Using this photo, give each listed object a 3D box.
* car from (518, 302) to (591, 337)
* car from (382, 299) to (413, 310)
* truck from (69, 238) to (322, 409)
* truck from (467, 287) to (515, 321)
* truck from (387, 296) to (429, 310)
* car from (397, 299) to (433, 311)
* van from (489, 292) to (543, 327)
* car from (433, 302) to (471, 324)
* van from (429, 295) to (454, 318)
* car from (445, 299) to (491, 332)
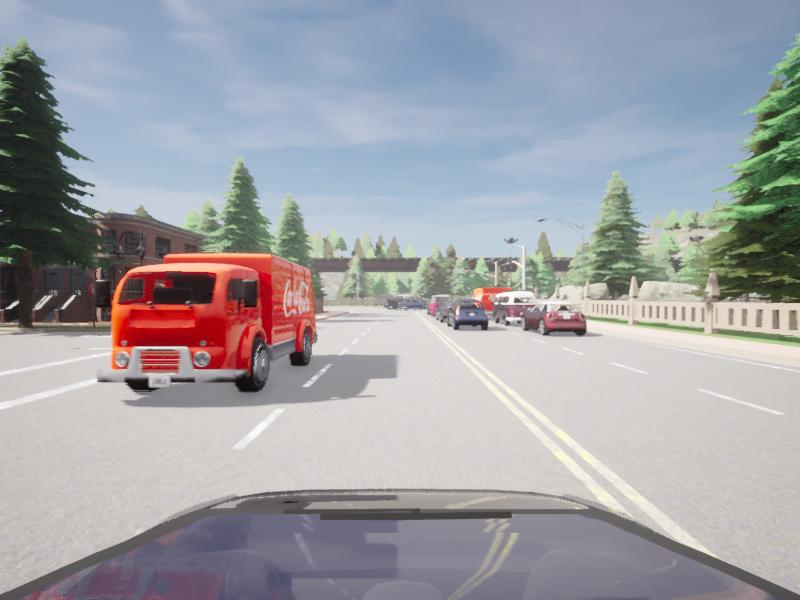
[{"bbox_3d":[7.079,0.825,18.787,1.970,1.475,3.806,0,0,0],"label":"car"},{"bbox_3d":[-0.369,0.686,64.097,4.856,1.649,2.033,0,0,1],"label":"car"},{"bbox_3d":[-3.465,0.346,8.380,2.627,2.467,5.204,0,0,0],"label":"truck"},{"bbox_3d":[7.135,0.310,31.975,2.627,2.467,5.204,0,0,0],"label":"truck"},{"bbox_3d":[1.194,0.455,60.583,6.274,2.098,2.390,0,0,1],"label":"truck"},{"bbox_3d":[2.099,0.698,57.076,5.027,1.651,2.152,0,0,1],"label":"car"},{"bbox_3d":[7.104,0.535,25.036,2.069,2.038,4.480,0,0,0],"label":"van"},{"bbox_3d":[3.620,0.853,28.571,2.033,1.411,5.357,0,0,0],"label":"car"},{"bbox_3d":[3.647,0.547,35.674,1.775,1.987,4.442,0,0,0],"label":"van"},{"bbox_3d":[3.593,0.756,21.812,1.851,1.617,3.988,0,0,0],"label":"car"}]
